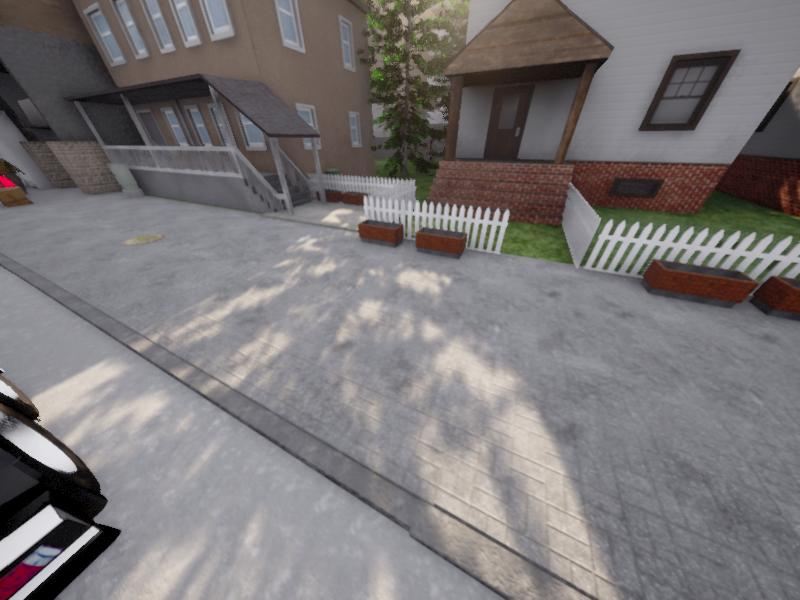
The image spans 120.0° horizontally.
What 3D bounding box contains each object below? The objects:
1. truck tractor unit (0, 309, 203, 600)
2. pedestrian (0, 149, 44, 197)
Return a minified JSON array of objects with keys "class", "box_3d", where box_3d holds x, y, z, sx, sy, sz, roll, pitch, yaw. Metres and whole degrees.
[{"class":"truck tractor unit","box_3d":[-5.181,-0.224,0.666,6.516,4.208,3.053,15,38,20]},{"class":"pedestrian","box_3d":[-17.981,-5.831,10.642,0.751,1.860,0.751,11,36,15]}]
